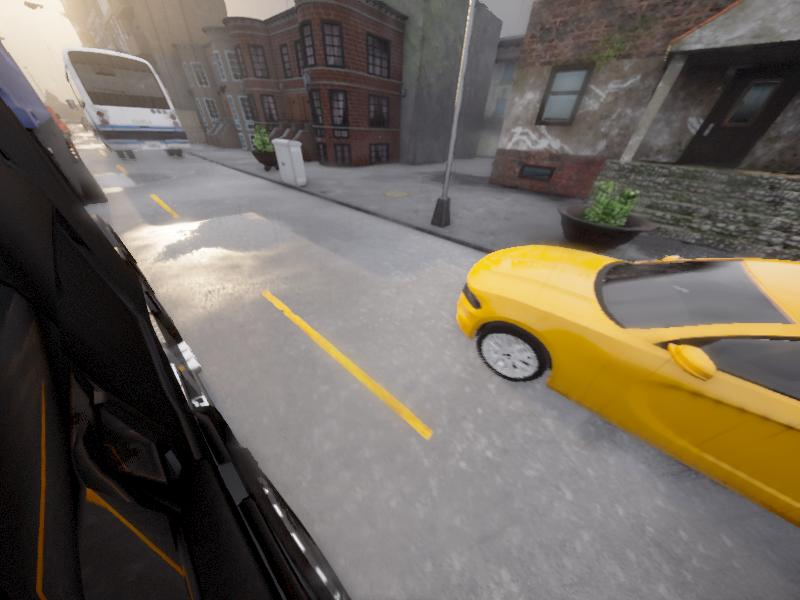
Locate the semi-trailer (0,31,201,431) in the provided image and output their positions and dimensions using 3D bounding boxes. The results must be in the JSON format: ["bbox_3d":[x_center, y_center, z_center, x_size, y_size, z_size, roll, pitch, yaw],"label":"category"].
[{"bbox_3d":[-8.637,-3.656,4.271,14.254,4.402,2.717,29,44,30],"label":"semi-trailer"}]

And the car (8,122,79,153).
[{"bbox_3d":[-23.637,-10.897,15.447,4.181,1.385,1.994,29,44,30],"label":"car"}]

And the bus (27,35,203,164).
[{"bbox_3d":[-16.822,-11.300,14.022,10.273,4.253,3.944,28,44,32],"label":"bus"}]

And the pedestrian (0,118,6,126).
[{"bbox_3d":[-53.373,-24.015,30.294,0.751,1.860,0.751,-28,47,-34],"label":"pedestrian"}]

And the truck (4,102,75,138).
[{"bbox_3d":[-34.327,-17.210,22.231,5.204,2.467,2.627,29,44,31],"label":"truck"}]

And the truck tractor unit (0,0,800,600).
[{"bbox_3d":[-2.645,-0.295,0.351,6.516,4.208,3.053,28,44,30],"label":"truck tractor unit"}]

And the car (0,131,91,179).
[{"bbox_3d":[-15.899,-6.615,10.327,4.718,1.301,1.895,29,44,31],"label":"car"}]

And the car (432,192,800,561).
[{"bbox_3d":[2.957,0.522,1.890,5.008,1.535,1.882,29,44,30],"label":"car"}]
